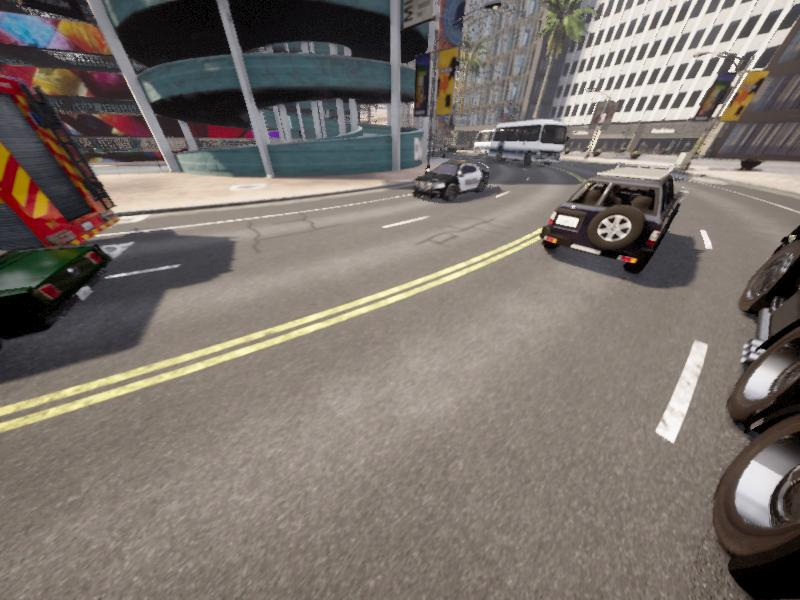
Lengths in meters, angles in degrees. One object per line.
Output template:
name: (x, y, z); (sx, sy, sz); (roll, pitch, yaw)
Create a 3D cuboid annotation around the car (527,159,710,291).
car: (5.388, -2.208, 5.637); (4.605, 1.855, 1.932); (-27, 43, -33)

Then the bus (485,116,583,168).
bus: (15.126, -18.941, 27.906); (3.944, 4.253, 10.273); (-5, 35, -11)

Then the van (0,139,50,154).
van: (-76.781, -31.558, 47.449); (2.351, 2.431, 6.366); (-15, 37, -21)

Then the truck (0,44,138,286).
truck: (-11.022, -1.783, 3.234); (8.468, 3.827, 2.891); (-16, 38, -22)

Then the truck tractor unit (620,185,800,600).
truck tractor unit: (4.970, -0.418, 0.967); (6.516, 4.208, 3.053); (-23, 41, -30)

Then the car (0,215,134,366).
car: (-6.824, 0.246, 2.534); (4.718, 1.301, 1.895); (-17, 38, -23)

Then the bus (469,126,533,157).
bus: (18.372, -29.632, 43.440); (3.944, 4.253, 10.273); (-16, 38, -24)

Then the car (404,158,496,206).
car: (2.602, -6.083, 11.564); (2.038, 1.542, 4.974); (27, 42, 33)
